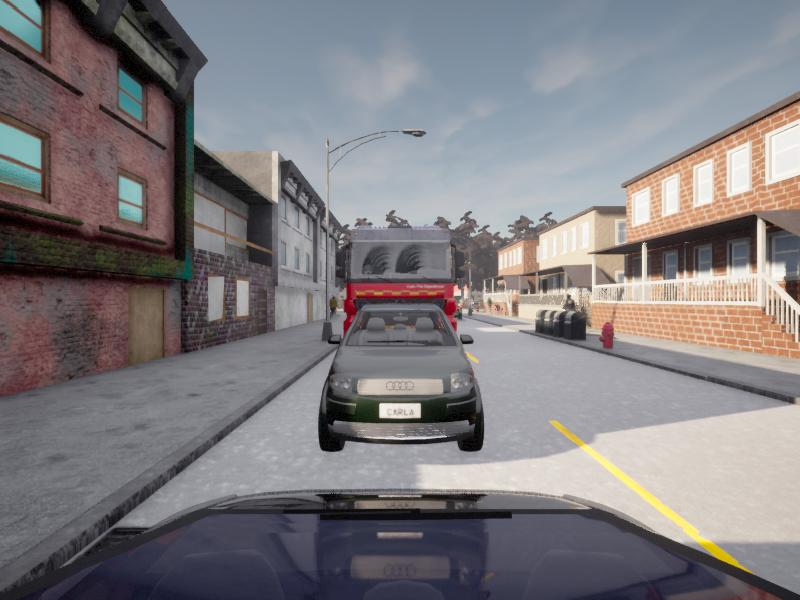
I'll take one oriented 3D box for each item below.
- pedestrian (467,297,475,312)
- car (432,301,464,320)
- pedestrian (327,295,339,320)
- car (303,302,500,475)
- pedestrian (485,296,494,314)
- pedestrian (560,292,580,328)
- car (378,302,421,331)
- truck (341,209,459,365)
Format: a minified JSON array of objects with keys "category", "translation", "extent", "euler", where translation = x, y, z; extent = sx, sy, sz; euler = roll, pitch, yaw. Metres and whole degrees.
[{"category":"pedestrian","translation":[8.578,0.523,48.222],"extent":[0.751,1.860,0.751],"euler":[0,0,-4]},{"category":"car","translation":[3.961,0.826,33.634],"extent":[2.038,1.542,4.974],"euler":[0,0,0]},{"category":"pedestrian","translation":[-5.097,0.533,30.370],"extent":[0.751,1.860,0.751],"euler":[0,0,0]},{"category":"car","translation":[0.007,0.815,5.489],"extent":[1.789,1.549,3.705],"euler":[0,0,0]},{"category":"pedestrian","translation":[9.274,0.525,41.355],"extent":[0.751,1.860,0.751],"euler":[0,0,0]},{"category":"pedestrian","translation":[8.992,0.533,21.195],"extent":[0.751,1.860,0.751],"euler":[0,0,-4]},{"category":"car","translation":[-0.021,0.851,22.747],"extent":[2.163,1.488,4.792],"euler":[0,0,0]},{"category":"truck","translation":[-0.010,-0.321,14.022],"extent":[2.891,3.827,8.468],"euler":[0,0,0]}]
